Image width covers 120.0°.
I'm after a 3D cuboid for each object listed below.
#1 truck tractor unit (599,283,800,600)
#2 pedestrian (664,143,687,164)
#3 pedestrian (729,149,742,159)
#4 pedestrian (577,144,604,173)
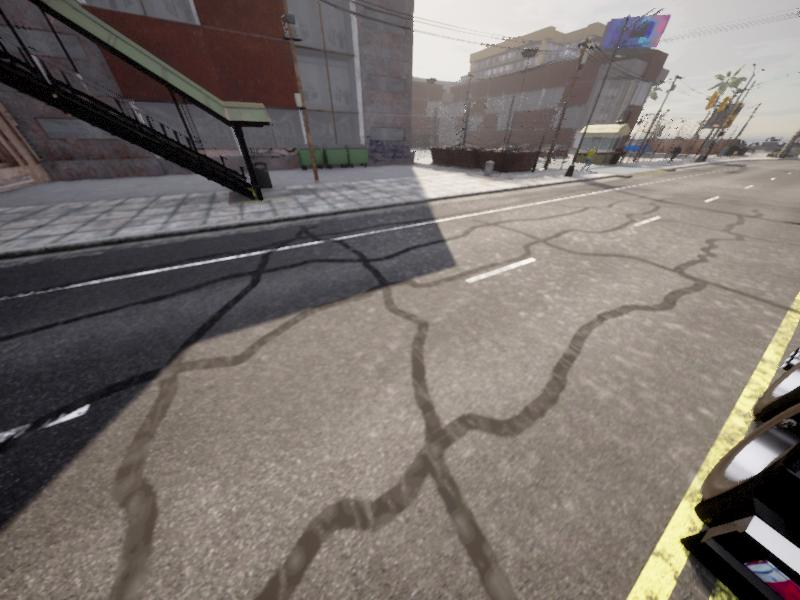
[{"bbox_3d":[5.140,-0.271,0.730,6.516,4.208,3.053,-17,39,-22],"label":"truck tractor unit"},{"bbox_3d":[29.694,-15.795,24.931,0.751,1.860,0.751,-20,40,-26],"label":"pedestrian"},{"bbox_3d":[48.309,-21.056,33.307,0.500,1.100,0.500,-14,38,-20],"label":"pedestrian"},{"bbox_3d":[14.821,-11.060,18.009,0.751,1.860,0.751,-18,39,-25],"label":"pedestrian"}]
